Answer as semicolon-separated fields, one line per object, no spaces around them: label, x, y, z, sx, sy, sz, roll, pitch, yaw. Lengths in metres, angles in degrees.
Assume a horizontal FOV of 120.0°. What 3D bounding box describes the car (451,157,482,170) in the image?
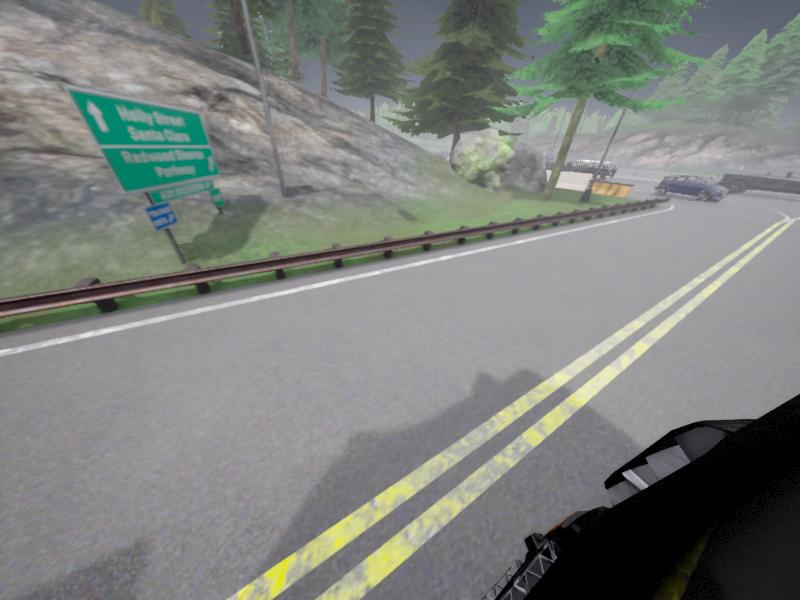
car;9.844;-20.372;34.500;1.994;1.385;4.181;-16;38;-27

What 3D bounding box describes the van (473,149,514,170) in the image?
van;15.222;-23.256;38.201;1.988;2.561;5.915;-16;38;-27

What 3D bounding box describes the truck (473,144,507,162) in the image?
truck;24.854;-41.028;64.539;2.891;3.827;8.468;-16;38;-27

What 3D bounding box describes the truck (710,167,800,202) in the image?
truck;32.634;-10.020;20.033;2.390;2.098;6.274;-16;38;-27

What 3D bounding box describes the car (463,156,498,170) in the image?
car;12.531;-21.631;36.451;1.882;1.535;5.008;-16;38;-27

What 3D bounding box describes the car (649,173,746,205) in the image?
car;21.435;-8.213;16.932;1.789;1.549;3.705;-5;34;-14

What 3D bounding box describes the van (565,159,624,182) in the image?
van;23.022;-15.502;27.588;2.069;2.038;4.480;-16;38;-26

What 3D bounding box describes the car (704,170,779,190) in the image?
car;42.719;-15.177;29.086;1.882;1.535;5.008;-16;38;-27
